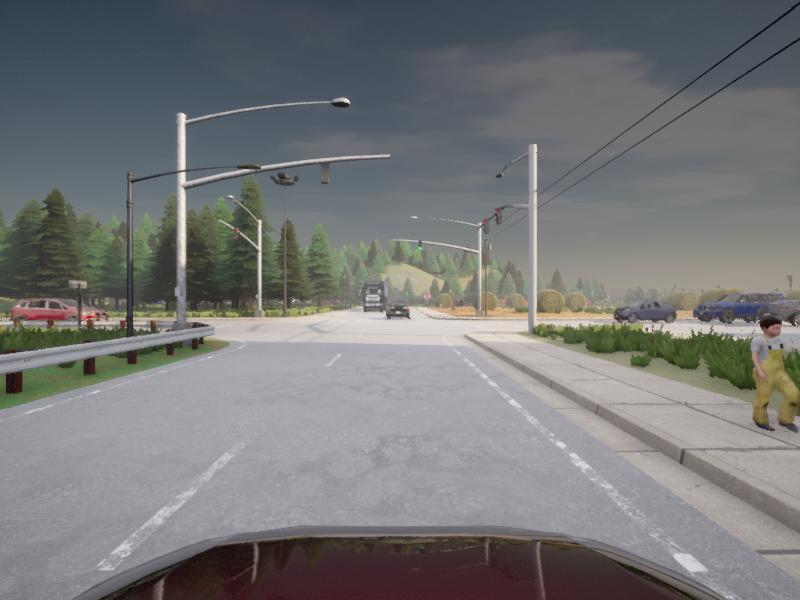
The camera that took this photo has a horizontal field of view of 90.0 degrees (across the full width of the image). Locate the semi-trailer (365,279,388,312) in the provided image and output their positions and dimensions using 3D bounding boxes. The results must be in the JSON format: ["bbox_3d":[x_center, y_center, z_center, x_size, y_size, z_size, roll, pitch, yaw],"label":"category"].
[{"bbox_3d":[-3.339,-0.628,60.839,2.717,4.402,14.254,0,0,0],"label":"semi-trailer"}]

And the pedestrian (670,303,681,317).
[{"bbox_3d":[22.526,0.833,32.708,0.500,1.100,0.500,0,0,-22],"label":"pedestrian"}]

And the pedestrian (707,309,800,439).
[{"bbox_3d":[4.085,0.764,4.449,0.751,1.300,0.751,0,0,-1],"label":"pedestrian"}]

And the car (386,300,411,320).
[{"bbox_3d":[-0.144,0.821,35.173,2.038,1.542,4.974,0,0,-1],"label":"car"}]

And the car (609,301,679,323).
[{"bbox_3d":[16.603,0.790,27.335,3.633,1.501,1.845,0,0,-1],"label":"car"}]

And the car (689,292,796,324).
[{"bbox_3d":[23.378,0.534,27.447,5.566,2.045,2.150,0,0,-1],"label":"car"}]

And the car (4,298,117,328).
[{"bbox_3d":[-19.531,0.724,23.179,4.611,1.667,2.242,0,0,-1],"label":"car"}]

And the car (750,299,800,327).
[{"bbox_3d":[24.438,0.749,23.970,5.027,1.651,2.152,0,0,-1],"label":"car"}]

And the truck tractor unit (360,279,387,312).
[{"bbox_3d":[-3.363,-0.531,52.929,3.053,4.208,6.516,0,0,1],"label":"truck tractor unit"}]
